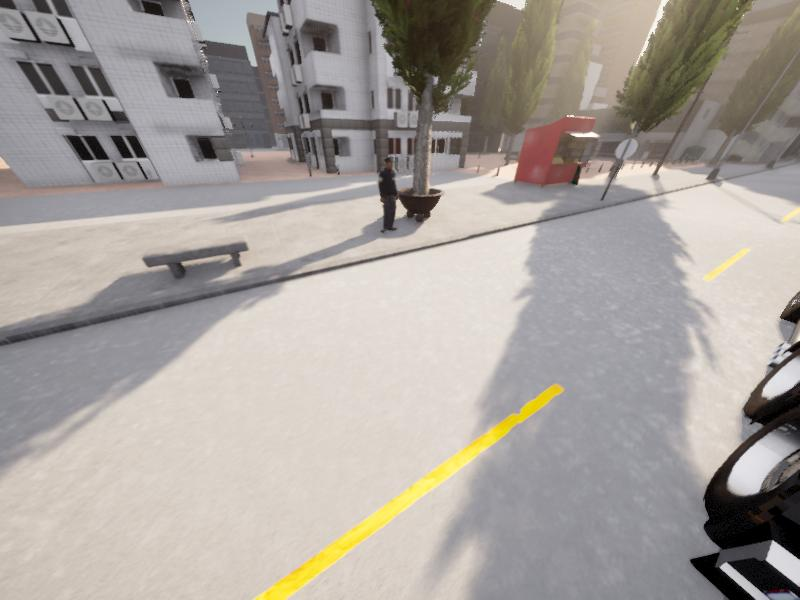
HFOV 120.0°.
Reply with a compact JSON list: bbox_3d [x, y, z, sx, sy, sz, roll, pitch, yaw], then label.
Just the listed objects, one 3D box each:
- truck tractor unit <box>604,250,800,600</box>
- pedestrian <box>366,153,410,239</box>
[{"bbox_3d":[5.084,-0.328,0.811,6.516,4.208,3.053,-19,39,-25],"label":"truck tractor unit"},{"bbox_3d":[-0.296,-2.678,5.995,0.751,1.860,0.751,-25,42,-31],"label":"pedestrian"}]
